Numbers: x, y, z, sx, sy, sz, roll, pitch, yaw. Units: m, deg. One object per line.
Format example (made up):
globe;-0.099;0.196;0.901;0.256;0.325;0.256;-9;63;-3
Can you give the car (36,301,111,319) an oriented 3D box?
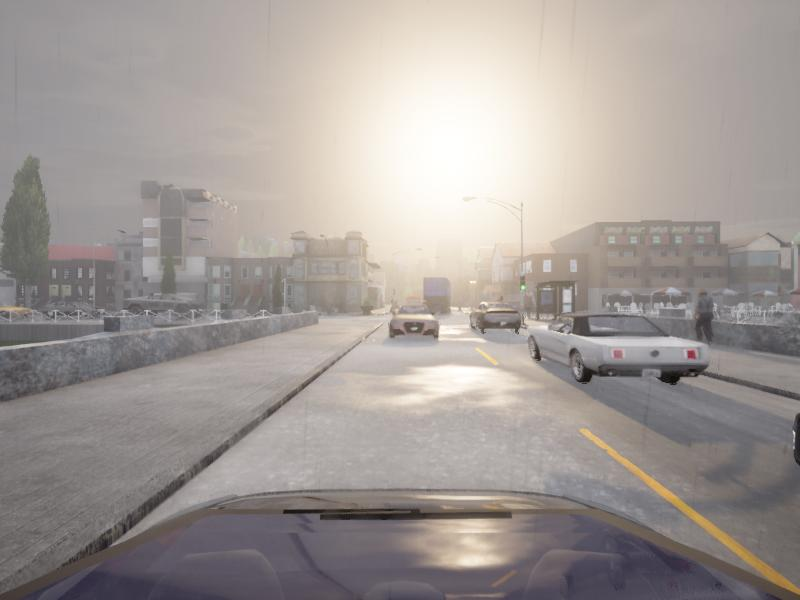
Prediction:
car;-28.550;0.836;35.105;4.902;1.511;2.128;0;0;2

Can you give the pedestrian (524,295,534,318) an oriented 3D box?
pedestrian;10.426;0.533;32.448;0.751;1.860;0.751;0;0;15

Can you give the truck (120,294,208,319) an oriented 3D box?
truck;-20.415;0.542;34.832;6.274;2.098;2.390;0;0;2

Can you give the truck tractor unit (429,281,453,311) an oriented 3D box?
truck tractor unit;6.023;-0.524;59.603;3.053;4.208;6.516;0;0;2

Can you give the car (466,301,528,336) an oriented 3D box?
car;4.665;0.837;20.075;2.128;1.511;4.902;0;0;2

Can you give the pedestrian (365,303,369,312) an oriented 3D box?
pedestrian;-4.181;0.914;50.965;0.500;1.100;0.500;0;0;-5

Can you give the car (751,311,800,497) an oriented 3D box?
car;4.079;0.844;1.222;1.837;1.490;4.892;0;0;2

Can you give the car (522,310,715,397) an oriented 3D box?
car;4.336;0.944;8.988;1.895;1.301;4.718;0;0;2

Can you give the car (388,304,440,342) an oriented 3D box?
car;0.604;0.907;17.323;1.994;1.385;4.181;0;0;2

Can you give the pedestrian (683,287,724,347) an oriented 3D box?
pedestrian;9.720;0.533;12.854;0.751;1.860;0.751;0;0;2

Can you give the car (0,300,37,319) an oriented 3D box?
car;-35.539;0.801;35.340;5.366;1.575;1.801;0;0;2

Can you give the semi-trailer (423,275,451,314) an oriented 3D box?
semi-trailer;5.008;-0.620;51.765;2.717;4.402;14.254;0;0;9
